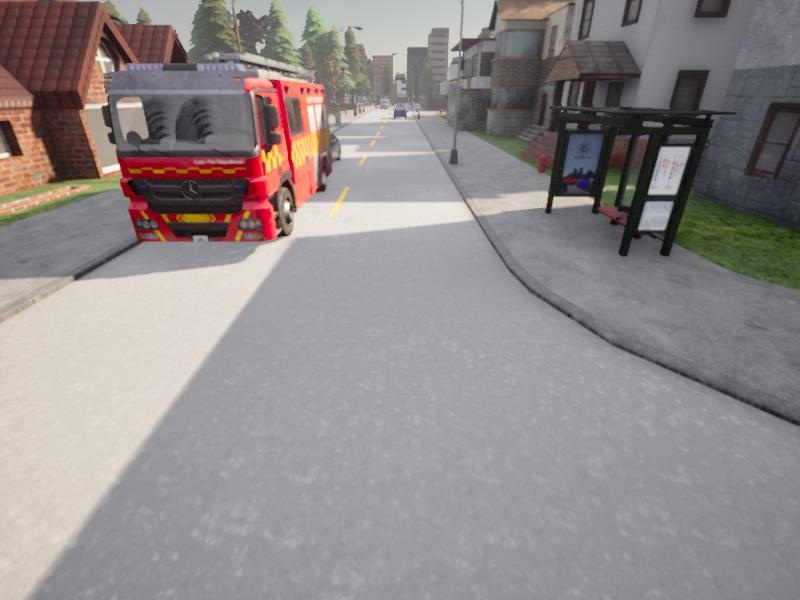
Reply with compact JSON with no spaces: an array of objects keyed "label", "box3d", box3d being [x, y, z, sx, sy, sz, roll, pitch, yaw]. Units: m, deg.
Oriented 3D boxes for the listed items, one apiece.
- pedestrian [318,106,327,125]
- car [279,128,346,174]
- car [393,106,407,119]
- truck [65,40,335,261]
[{"label":"pedestrian","box3d":[-8.372,-19.918,43.256,0.751,1.860,0.751,-1,27,-1]},{"label":"car","box3d":[-3.993,-7.273,19.211,2.128,1.511,4.902,0,27,0]},{"label":"car","box3d":[0.011,-27.618,58.947,1.882,1.535,5.008,0,27,0]},{"label":"truck","box3d":[-4.000,-4.441,11.136,2.891,3.827,8.468,0,27,0]}]
